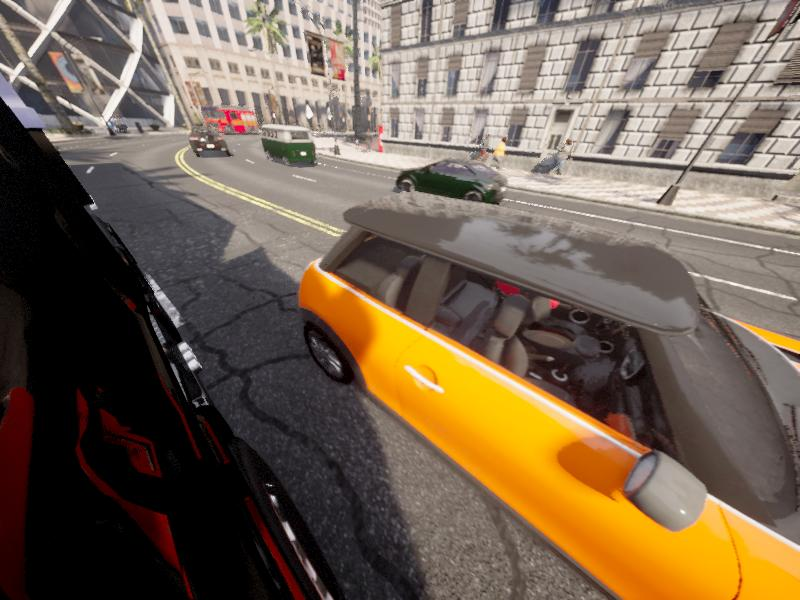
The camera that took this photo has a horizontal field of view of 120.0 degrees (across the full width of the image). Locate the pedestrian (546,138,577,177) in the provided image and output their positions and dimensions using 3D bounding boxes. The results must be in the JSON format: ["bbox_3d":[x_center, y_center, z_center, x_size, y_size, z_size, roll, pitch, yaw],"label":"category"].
[{"bbox_3d":[9.372,-8.256,13.415,0.751,1.860,0.751,25,42,27],"label":"pedestrian"}]

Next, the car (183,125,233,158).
[{"bbox_3d":[-14.293,-11.851,17.185,2.152,1.651,5.027,-21,43,-29],"label":"car"}]

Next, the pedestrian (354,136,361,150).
[{"bbox_3d":[-4.288,-15.843,23.292,0.500,1.100,0.500,-12,39,-19],"label":"pedestrian"}]

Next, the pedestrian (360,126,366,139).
[{"bbox_3d":[-6.669,-30.011,41.401,0.751,1.860,0.751,10,37,10],"label":"pedestrian"}]

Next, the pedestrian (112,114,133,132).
[{"bbox_3d":[-36.881,-23.462,30.729,0.751,1.860,0.751,1,37,-3],"label":"pedestrian"}]

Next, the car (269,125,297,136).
[{"bbox_3d":[-22.683,-33.068,45.024,2.007,1.525,4.514,15,39,16],"label":"car"}]

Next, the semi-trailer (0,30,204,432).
[{"bbox_3d":[-8.808,-3.532,4.112,14.254,4.402,2.717,27,43,29],"label":"semi-trailer"}]

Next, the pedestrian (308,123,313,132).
[{"bbox_3d":[-23.266,-44.547,59.723,0.751,1.860,0.751,-17,41,-24],"label":"pedestrian"}]

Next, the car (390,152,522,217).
[{"bbox_3d":[1.893,-4.513,8.648,4.181,1.385,1.994,27,43,29],"label":"car"}]

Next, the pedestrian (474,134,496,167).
[{"bbox_3d":[5.739,-10.165,15.728,0.751,1.860,0.751,27,43,29],"label":"pedestrian"}]

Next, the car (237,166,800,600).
[{"bbox_3d":[1.182,0.298,1.832,4.553,1.767,2.097,27,43,29],"label":"car"}]

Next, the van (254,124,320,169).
[{"bbox_3d":[-7.177,-9.817,14.629,1.775,1.987,4.442,-30,48,-35],"label":"van"}]

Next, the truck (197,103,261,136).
[{"bbox_3d":[-28.007,-29.944,38.599,2.891,3.827,8.468,8,37,8],"label":"truck"}]

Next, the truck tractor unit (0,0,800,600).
[{"bbox_3d":[-2.645,-0.295,0.351,6.516,4.208,3.053,28,44,30],"label":"truck tractor unit"}]

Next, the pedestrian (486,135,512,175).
[{"bbox_3d":[5.627,-8.253,13.171,0.751,1.860,0.751,23,41,25],"label":"pedestrian"}]

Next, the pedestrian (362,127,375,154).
[{"bbox_3d":[-2.794,-14.030,20.336,0.751,1.860,0.751,26,43,28],"label":"pedestrian"}]
